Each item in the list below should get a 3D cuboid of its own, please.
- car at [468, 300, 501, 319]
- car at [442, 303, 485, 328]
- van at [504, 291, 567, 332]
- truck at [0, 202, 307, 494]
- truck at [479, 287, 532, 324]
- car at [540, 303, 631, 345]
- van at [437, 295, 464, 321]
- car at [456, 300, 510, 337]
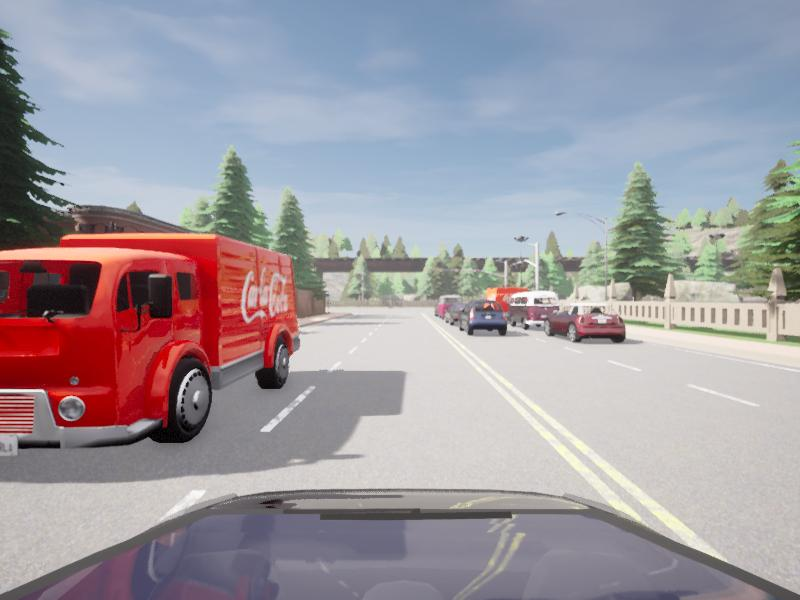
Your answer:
[{"bbox_3d":[7.714,0.795,36.930,2.033,1.649,4.856,0,0,1],"label":"car"},{"bbox_3d":[4.012,0.907,26.078,2.033,1.411,5.357,0,0,1],"label":"car"},{"bbox_3d":[7.443,0.582,22.492,2.069,2.038,4.480,0,0,1],"label":"van"},{"bbox_3d":[-3.370,0.332,5.993,2.627,2.467,5.204,0,2,1],"label":"truck"},{"bbox_3d":[7.576,0.371,29.431,2.627,2.467,5.204,0,0,1],"label":"truck"},{"bbox_3d":[7.326,0.861,16.244,1.970,1.475,3.806,0,0,1],"label":"car"},{"bbox_3d":[4.143,0.614,33.180,1.775,1.987,4.442,0,0,1],"label":"van"},{"bbox_3d":[3.884,0.797,19.320,1.851,1.617,3.988,0,0,1],"label":"car"}]
